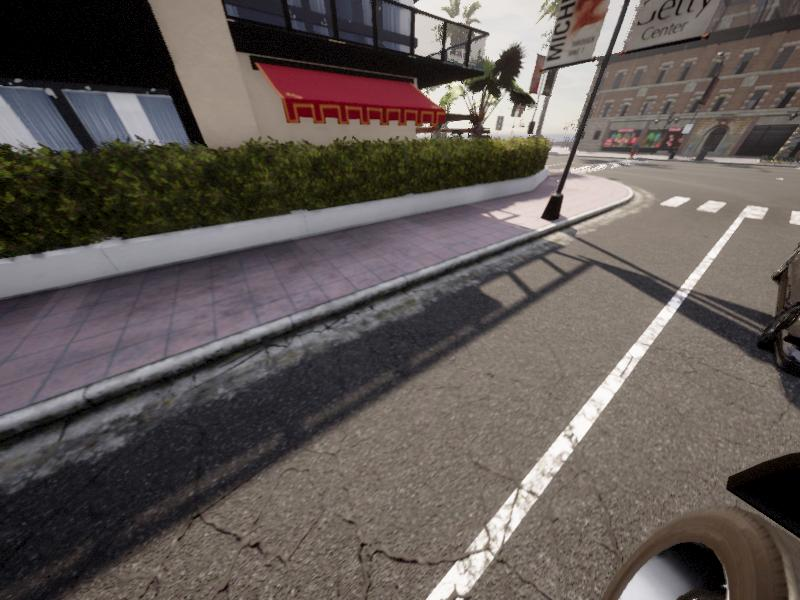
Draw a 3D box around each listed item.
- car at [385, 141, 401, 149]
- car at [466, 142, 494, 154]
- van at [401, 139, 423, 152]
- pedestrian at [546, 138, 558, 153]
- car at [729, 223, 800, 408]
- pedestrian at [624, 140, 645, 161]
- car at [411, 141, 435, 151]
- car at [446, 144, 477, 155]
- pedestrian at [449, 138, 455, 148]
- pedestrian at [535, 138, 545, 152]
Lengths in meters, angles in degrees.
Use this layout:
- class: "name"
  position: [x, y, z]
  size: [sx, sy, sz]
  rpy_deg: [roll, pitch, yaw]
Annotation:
- class: "car"
  position: [-1.645, -36.400, 54.201]
  size: [1.789, 1.549, 3.705]
  rpy_deg: [-28, 44, -33]
- class: "car"
  position: [12.953, -24.809, 37.663]
  size: [1.789, 1.549, 3.705]
  rpy_deg: [-22, 41, -27]
- class: "van"
  position: [2.249, -30.332, 45.200]
  size: [1.775, 1.987, 4.442]
  rpy_deg: [-22, 41, -28]
- class: "pedestrian"
  position: [23.788, -24.291, 36.268]
  size: [0.751, 1.860, 0.751]
  rpy_deg: [-14, 37, -19]
- class: "car"
  position: [6.560, -0.124, 2.832]
  size: [5.357, 1.411, 2.033]
  rpy_deg: [-22, 41, -28]
- class: "pedestrian"
  position: [25.101, -15.969, 24.717]
  size: [0.751, 1.860, 0.751]
  rpy_deg: [-24, 42, -30]
- class: "car"
  position: [4.598, -31.773, 47.522]
  size: [1.930, 1.638, 5.238]
  rpy_deg: [-22, 41, -28]
- class: "car"
  position: [9.655, -23.898, 36.612]
  size: [1.895, 1.301, 4.718]
  rpy_deg: [-22, 40, -27]
- class: "pedestrian"
  position: [11.698, -35.087, 51.673]
  size: [0.751, 1.860, 0.751]
  rpy_deg: [-26, 42, -31]
- class: "pedestrian"
  position: [22.802, -25.304, 37.712]
  size: [0.751, 1.860, 0.751]
  rpy_deg: [29, 44, 35]
